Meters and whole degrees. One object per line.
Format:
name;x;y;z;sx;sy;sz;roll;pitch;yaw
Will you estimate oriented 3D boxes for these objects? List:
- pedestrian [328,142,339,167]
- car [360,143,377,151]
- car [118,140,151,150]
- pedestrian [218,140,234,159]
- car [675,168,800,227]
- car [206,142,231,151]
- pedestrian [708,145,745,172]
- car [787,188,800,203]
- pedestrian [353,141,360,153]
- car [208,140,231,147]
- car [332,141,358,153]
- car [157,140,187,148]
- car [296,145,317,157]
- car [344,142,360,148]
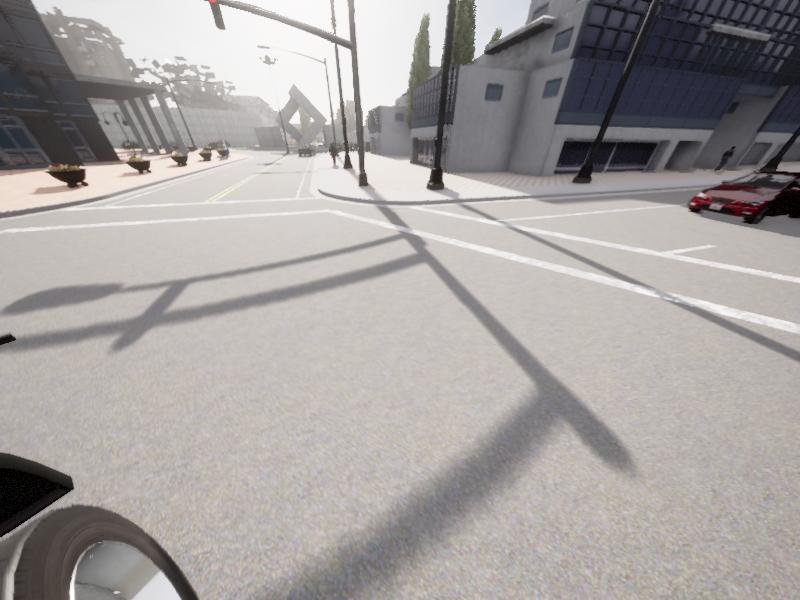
pedestrian;-6.059;-13.257;21.077;0.751;1.860;0.751;-7;35;-11
car;-7.506;-36.551;55.265;1.845;1.501;3.633;23;41;29
car;-56.001;-32.787;48.849;3.988;1.617;1.851;-4;35;-7
pedestrian;-20.546;-17.783;27.314;0.751;1.860;0.751;-9;36;-14
car;13.098;-3.830;8.433;4.193;1.474;1.816;-9;36;-14
car;-39.591;-33.483;50.358;5.027;1.651;2.152;20;39;25
pedestrian;27.332;-11.859;19.366;0.751;1.860;0.751;-8;36;-12
car;21.018;-5.093;10.447;4.181;1.385;1.994;-9;35;-13
pedestrian;-8.003;-27.984;42.309;0.751;1.860;0.751;19;38;24
car;-51.115;-44.420;65.523;4.553;1.767;2.097;-26;43;-33
car;-11.208;-31.075;46.985;4.605;1.855;1.932;-21;41;-30
car;-60.177;-41.142;60.995;5.027;1.651;2.152;-13;37;-19
car;-14.612;-23.566;36.414;1.837;1.490;4.892;-2;35;-5
car;-16.516;-53.731;79.902;4.611;1.667;2.242;13;37;17
